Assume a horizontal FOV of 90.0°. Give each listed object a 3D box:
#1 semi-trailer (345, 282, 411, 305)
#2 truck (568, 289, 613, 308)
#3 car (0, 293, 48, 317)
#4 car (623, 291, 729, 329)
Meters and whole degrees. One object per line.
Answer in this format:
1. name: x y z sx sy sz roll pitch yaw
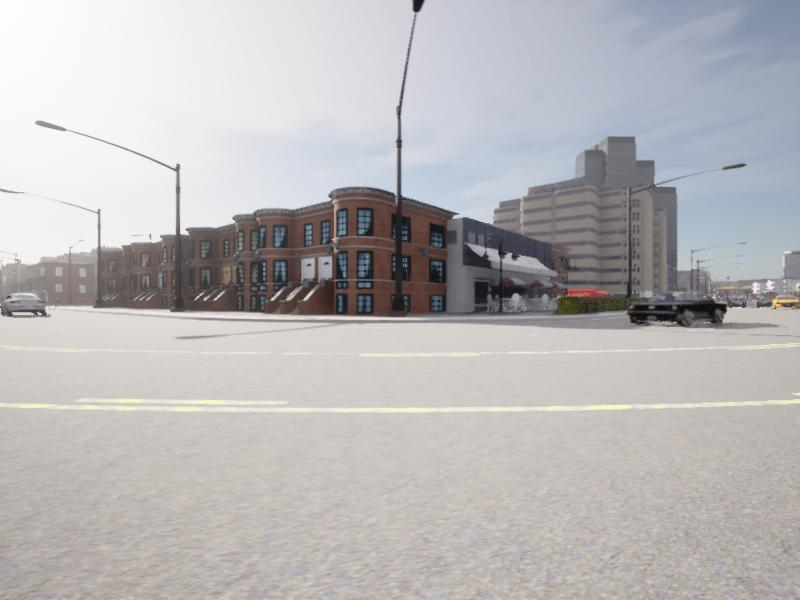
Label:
1. semi-trailer: -4.677 -1.186 81.421 14.254 4.402 2.717 0 0 31
2. truck: 26.632 -0.222 55.912 5.204 2.467 2.627 0 0 41
3. car: -24.962 0.287 26.529 4.674 1.442 1.812 0 0 40
4. car: 11.017 0.349 15.850 4.718 1.301 1.895 0 0 -34
